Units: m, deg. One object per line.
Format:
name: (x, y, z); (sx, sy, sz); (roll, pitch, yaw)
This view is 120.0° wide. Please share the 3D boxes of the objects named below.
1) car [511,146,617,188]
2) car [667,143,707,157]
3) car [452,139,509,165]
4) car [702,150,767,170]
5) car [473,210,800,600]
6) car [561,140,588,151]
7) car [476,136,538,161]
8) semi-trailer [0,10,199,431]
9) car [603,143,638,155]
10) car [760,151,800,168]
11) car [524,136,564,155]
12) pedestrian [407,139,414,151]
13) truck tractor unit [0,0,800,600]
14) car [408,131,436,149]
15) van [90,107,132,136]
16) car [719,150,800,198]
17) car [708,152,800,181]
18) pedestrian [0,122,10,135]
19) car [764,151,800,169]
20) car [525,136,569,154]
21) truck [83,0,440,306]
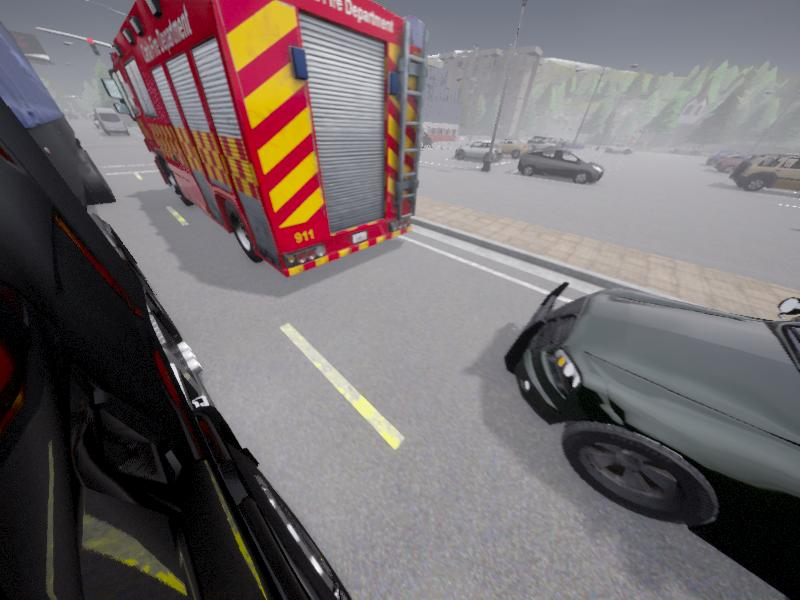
car: (9.382, -7.898, 13.533); (4.514, 1.523, 2.007); (30, 45, 31)
car: (57.697, -30.251, 46.525); (4.605, 1.855, 1.932); (30, 44, 31)
car: (6.638, -12.512, 19.388); (3.806, 1.475, 1.970); (30, 45, 31)
car: (37.103, -15.700, 25.796); (3.633, 1.501, 1.845); (30, 45, 31)
car: (3.275, 1.096, 1.138); (4.974, 1.542, 2.038); (30, 45, 31)
car: (33.564, -29.857, 44.511); (3.633, 1.501, 1.845); (30, 45, 31)
car: (10.719, -15.426, 23.408); (5.027, 1.636, 2.152); (30, 45, 31)
semi-trailer: (-8.545, -3.715, 4.359); (14.254, 4.402, 2.717); (30, 45, 31)
car: (37.043, -25.416, 38.843); (3.806, 1.475, 1.970); (30, 45, 31)
car: (52.811, -18.757, 30.941); (4.514, 1.523, 2.007); (30, 45, 31)
car: (19.327, -20.895, 31.135); (3.866, 1.878, 1.905); (30, 45, 31)
pedestrian: (1.261, -18.188, 27.050); (0.500, 1.100, 0.500); (28, 44, 30)
truck tractor unit: (-2.645, -0.295, 0.351); (6.516, 4.208, 3.053); (28, 44, 30)
car: (3.236, -23.254, 33.564); (1.905, 1.878, 3.866); (30, 45, 31)
van: (-35.456, -21.847, 28.297); (5.915, 2.561, 1.988); (30, 45, 31)
car: (21.456, -6.711, 12.417); (4.605, 1.855, 1.932); (30, 45, 31)
car: (30.352, -11.512, 19.734); (4.514, 1.523, 2.007); (30, 45, 31)
pedestrian: (-36.236, -15.831, 20.501); (0.751, 1.860, 0.751); (29, 44, 31)
car: (50.740, -17.416, 29.003); (5.027, 1.636, 2.152); (30, 45, 31)
car: (20.975, -22.283, 33.127); (4.605, 1.855, 1.932); (30, 45, 31)
truck: (-3.627, -3.866, 5.378); (8.468, 3.827, 2.891); (30, 45, 31)
